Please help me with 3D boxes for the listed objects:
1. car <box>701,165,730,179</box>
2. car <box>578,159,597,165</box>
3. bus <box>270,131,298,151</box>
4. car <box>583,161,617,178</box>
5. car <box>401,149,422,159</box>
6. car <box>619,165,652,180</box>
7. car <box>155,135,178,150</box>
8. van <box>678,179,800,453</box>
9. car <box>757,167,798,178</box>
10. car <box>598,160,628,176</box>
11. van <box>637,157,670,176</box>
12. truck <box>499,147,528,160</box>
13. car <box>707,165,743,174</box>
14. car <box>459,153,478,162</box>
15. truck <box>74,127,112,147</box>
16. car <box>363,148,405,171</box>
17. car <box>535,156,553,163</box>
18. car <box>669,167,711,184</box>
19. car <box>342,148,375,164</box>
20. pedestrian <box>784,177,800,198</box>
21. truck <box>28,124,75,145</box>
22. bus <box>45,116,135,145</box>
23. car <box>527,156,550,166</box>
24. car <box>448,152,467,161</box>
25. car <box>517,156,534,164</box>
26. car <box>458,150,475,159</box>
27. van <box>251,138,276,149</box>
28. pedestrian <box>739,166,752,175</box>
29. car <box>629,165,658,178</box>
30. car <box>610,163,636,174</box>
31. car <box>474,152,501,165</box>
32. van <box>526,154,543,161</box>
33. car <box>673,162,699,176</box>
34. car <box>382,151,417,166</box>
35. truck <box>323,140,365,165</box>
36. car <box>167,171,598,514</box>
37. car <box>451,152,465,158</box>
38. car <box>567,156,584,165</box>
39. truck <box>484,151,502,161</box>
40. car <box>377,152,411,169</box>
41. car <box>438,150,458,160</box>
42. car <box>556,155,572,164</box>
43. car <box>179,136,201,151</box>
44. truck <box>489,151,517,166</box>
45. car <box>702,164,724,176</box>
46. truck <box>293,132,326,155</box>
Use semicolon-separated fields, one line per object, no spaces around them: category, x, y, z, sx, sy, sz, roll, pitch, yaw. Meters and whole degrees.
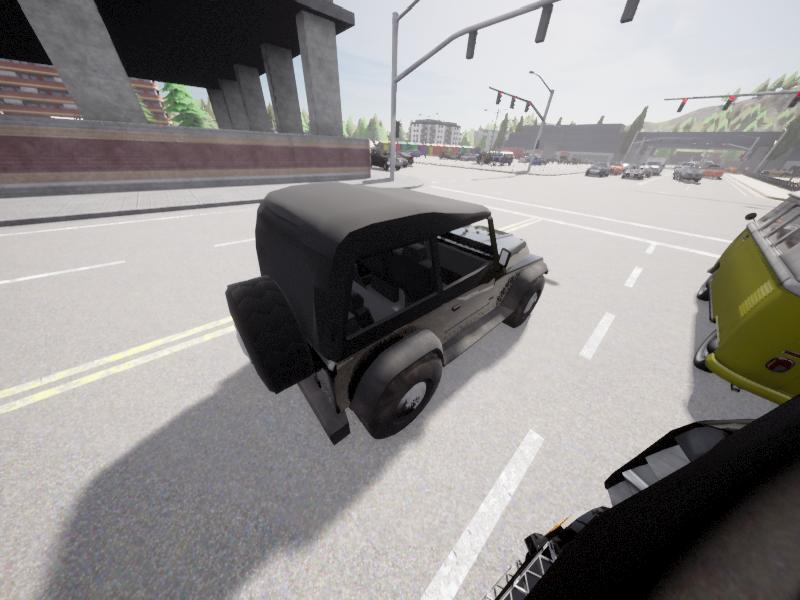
car;51.387;-20.929;37.751;4.553;1.767;2.097;-24;42;-35
car;57.005;-41.893;70.131;1.970;1.475;3.806;-24;42;-34
bus;-33.096;-45.234;65.650;3.944;4.253;10.273;-21;40;-31
car;26.359;-17.246;30.459;4.856;1.649;2.033;-24;42;-35
car;2.691;-33.639;53.167;4.611;1.667;2.242;-24;42;-35
car;29.844;-16.185;29.259;3.806;1.475;1.970;-24;42;-35
car;-37.490;-25.262;37.124;1.905;1.878;3.866;-24;42;-35
van;5.428;-0.146;2.781;4.442;1.987;1.775;-24;42;-35
car;88.501;-30.070;54.261;1.932;1.855;4.605;-25;42;-35
car;32.225;-19.977;34.866;4.553;1.767;2.097;-24;42;-35
van;41.806;-22.002;38.071;6.366;2.431;2.351;-24;42;-35
truck;41.489;-53.771;84.646;2.891;3.827;8.468;-23;41;-33
car;83.871;-33.754;59.769;1.882;1.535;5.008;-5;34;-12
car;14.792;-30.863;50.031;3.806;1.475;1.970;-24;42;-35
truck;-51.753;-27.607;39.108;2.615;2.467;5.204;-24;42;-35
car;-1.825;-15.033;24.668;1.932;1.855;4.605;-25;42;-35
car;38.213;-37.183;61.316;5.357;1.415;2.033;-24;42;-35
car;37.001;-16.070;29.702;2.033;1.411;5.357;23;39;28
car;-5.933;-20.546;32.873;1.930;1.638;5.238;-25;42;-35
pedestrian;31.179;-8.954;17.796;0.751;1.860;0.751;-25;42;-35
truck;-54.988;-26.146;36.661;2.615;2.467;5.204;-24;42;-35
bus;-65.299;-36.014;49.418;10.273;4.253;3.944;-24;42;-35
car;28.811;-28.857;47.938;4.611;1.667;2.242;-24;42;-35
car;12.887;-32.160;51.784;3.905;1.438;1.784;-24;42;-35
car;29.937;-33.443;55.064;3.806;1.475;1.970;-24;42;-35
car;18.748;-41.027;65.208;4.605;1.855;1.932;-24;42;-35
van;-39.377;-45.135;66.675;6.366;2.431;2.351;16;36;19
pedestrian;78.277;-29.303;52.301;0.751;1.860;0.751;-20;40;-30
car;35.226;-18.584;33.379;4.181;1.385;1.994;-24;42;-35
car;37.944;-22.445;39.302;4.792;1.488;2.163;-24;42;-35
car;15.567;-25.147;41.037;4.605;1.855;1.932;-24;42;-35
van;48.288;-51.269;83.018;2.069;2.038;4.480;-23;41;-33
car;52.884;-24.284;42.698;5.566;2.045;2.150;-24;42;-35
car;-0.191;-19.642;32.039;1.882;1.535;5.008;-25;42;-35
truck;-7.124;-18.773;29.361;2.627;2.467;5.204;-25;42;-35
car;0.275;-0.350;2.783;3.866;1.878;1.905;-24;42;-35
car;16.879;-42.144;67.131;3.905;1.438;1.784;-24;42;-35
car;46.716;-37.079;61.376;4.605;1.855;1.932;-24;42;-35
truck;24.208;-37.520;60.165;4.478;2.038;2.069;-24;42;-35
car;-0.825;-17.118;28.247;1.816;1.474;4.193;-25;42;-35
car;11.090;-33.495;53.279;4.605;1.855;1.932;-24;42;-35
car;44.850;-38.365;63.178;3.866;1.878;1.905;-24;42;-35
car;-35.283;-26.259;38.793;1.905;1.878;3.866;-24;42;-35
truck;17.531;-23.979;39.255;4.478;2.038;2.069;-24;42;-35
car;63.705;-26.550;47.084;3.866;1.878;1.905;-24;42;-35
truck;-19.125;-33.069;48.772;2.891;3.827;8.468;-25;42;-35
